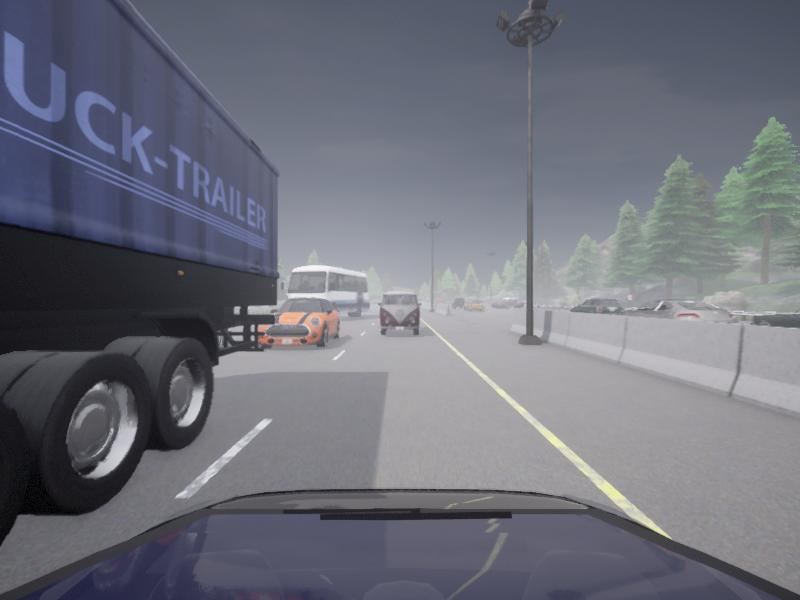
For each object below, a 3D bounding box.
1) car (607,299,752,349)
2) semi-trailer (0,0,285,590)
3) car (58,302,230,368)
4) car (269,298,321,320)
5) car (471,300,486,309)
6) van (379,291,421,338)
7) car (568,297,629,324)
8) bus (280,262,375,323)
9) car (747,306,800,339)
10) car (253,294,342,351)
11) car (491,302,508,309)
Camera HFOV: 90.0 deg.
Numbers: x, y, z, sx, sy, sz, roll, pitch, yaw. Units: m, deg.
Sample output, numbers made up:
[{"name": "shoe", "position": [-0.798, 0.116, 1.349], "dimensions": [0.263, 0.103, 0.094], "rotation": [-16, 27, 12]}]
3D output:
[{"name": "car", "position": [10.497, 0.784, 15.664], "dimensions": [2.152, 1.651, 5.027], "rotation": [0, 0, 0]}, {"name": "semi-trailer", "position": [-3.536, -0.618, 0.518], "dimensions": [2.717, 4.402, 14.254], "rotation": [0, 0, 0]}, {"name": "car", "position": [-7.002, 0.826, 11.787], "dimensions": [1.882, 1.535, 5.008], "rotation": [0, 0, 0]}, {"name": "car", "position": [-8.649, 0.749, 33.520], "dimensions": [2.242, 1.667, 4.611], "rotation": [-2, -2, 14]}, {"name": "car", "position": [13.989, 0.813, 71.316], "dimensions": [1.851, 1.617, 3.988], "rotation": [0, 0, 0]}, {"name": "van", "position": [-0.003, 0.603, 18.919], "dimensions": [1.775, 1.987, 4.442], "rotation": [0, 0, 0]}, {"name": "car", "position": [13.996, 0.700, 28.503], "dimensions": [2.097, 1.767, 4.553], "rotation": [0, 0, 0]}, {"name": "bus", "position": [-5.518, -0.527, 33.418], "dimensions": [3.944, 4.253, 10.273], "rotation": [0, 0, 14]}, {"name": "car", "position": [17.495, 0.948, 16.701], "dimensions": [1.895, 1.301, 4.718], "rotation": [0, 0, 0]}, {"name": "car", "position": [-3.502, 0.698, 14.667], "dimensions": [2.097, 1.767, 4.553], "rotation": [0, 0, 0]}, {"name": "car", "position": [17.487, 0.958, 70.468], "dimensions": [1.895, 1.301, 4.718], "rotation": [0, 0, 0]}]
